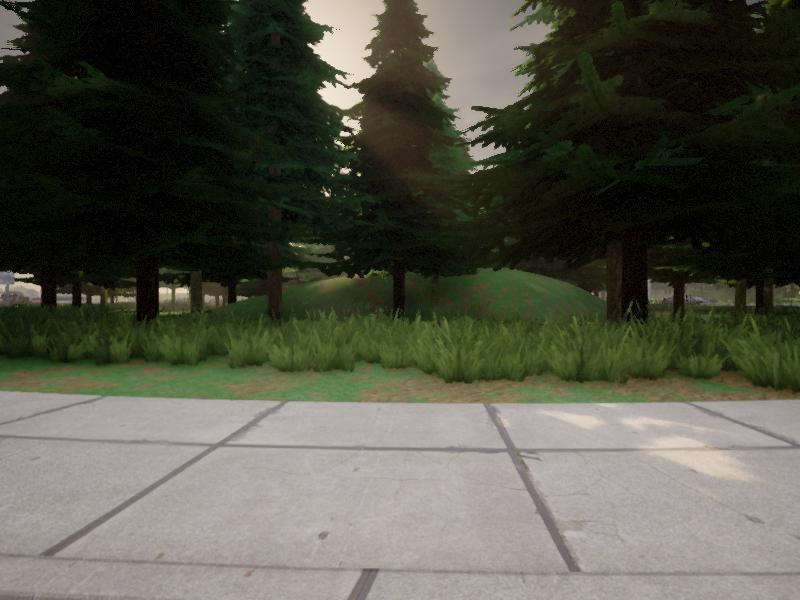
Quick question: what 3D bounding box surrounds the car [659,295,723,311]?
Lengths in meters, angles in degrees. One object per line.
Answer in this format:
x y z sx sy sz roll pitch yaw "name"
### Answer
29.662 0.252 40.928 2.128 1.511 4.902 0 0 -29 "car"
